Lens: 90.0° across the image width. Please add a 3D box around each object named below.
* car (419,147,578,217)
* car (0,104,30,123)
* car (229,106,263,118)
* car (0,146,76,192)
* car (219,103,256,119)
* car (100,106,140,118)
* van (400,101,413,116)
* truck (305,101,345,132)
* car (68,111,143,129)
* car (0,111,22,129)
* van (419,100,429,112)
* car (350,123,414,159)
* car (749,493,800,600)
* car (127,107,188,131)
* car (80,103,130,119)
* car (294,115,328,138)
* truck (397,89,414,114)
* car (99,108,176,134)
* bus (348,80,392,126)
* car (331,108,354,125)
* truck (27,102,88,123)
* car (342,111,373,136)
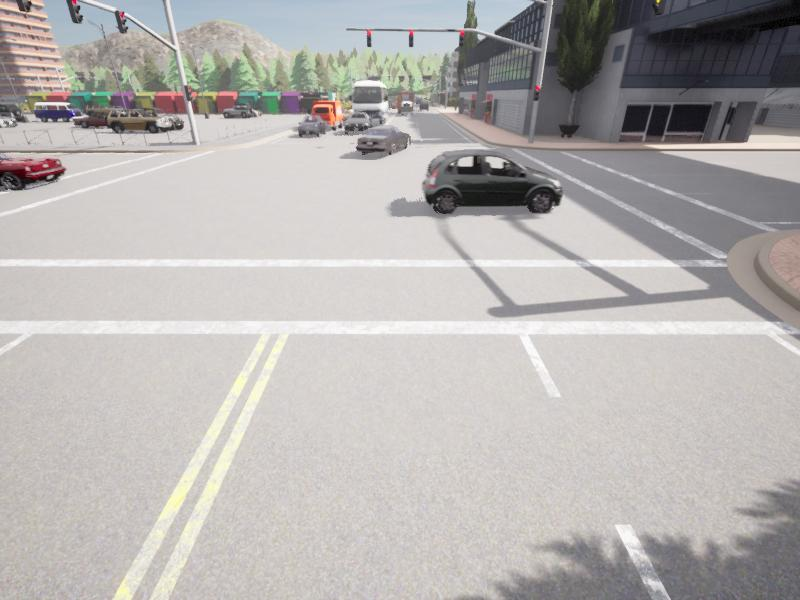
[{"bbox_3d":[2.640,-3.488,11.638,3.988,1.617,1.851,-1,27,-1],"label":"car"},{"bbox_3d":[-45.218,-21.224,45.513,3.866,1.878,1.905,0,27,0],"label":"car"},{"bbox_3d":[-21.344,-26.084,55.493,3.806,1.475,1.970,0,27,0],"label":"car"},{"bbox_3d":[-15.000,-4.737,14.409,4.718,1.301,1.895,-1,27,-2],"label":"car"},{"bbox_3d":[-21.360,-24.973,52.809,3.866,1.878,1.905,0,27,0],"label":"car"},{"bbox_3d":[-38.811,-26.118,55.490,3.905,1.438,1.784,0,27,0],"label":"car"},{"bbox_3d":[1.090,-30.926,64.552,2.069,2.038,4.480,1,27,1],"label":"van"},{"bbox_3d":[-6.972,-17.548,38.050,2.627,2.467,5.204,1,27,1],"label":"truck"},{"bbox_3d":[-27.795,-17.043,37.888,5.357,1.415,2.033,0,27,0],"label":"car"},{"bbox_3d":[-38.821,-17.041,37.899,3.806,1.475,1.970,0,27,0],"label":"car"},{"bbox_3d":[4.806,-38.683,79.698,1.775,1.987,4.442,1,27,1],"label":"van"},{"bbox_3d":[-0.877,-9.298,23.174,2.033,1.411,5.357,8,28,14],"label":"car"},{"bbox_3d":[3.500,2.270,0.697,1.994,1.385,4.181,0,27,0],"label":"car"},{"bbox_3d":[-21.359,-16.003,35.356,3.866,1.878,1.905,0,27,0],"label":"car"},{"bbox_3d":[-38.881,-24.981,52.817,4.605,1.855,1.932,0,27,0],"label":"car"},{"bbox_3d":[-7.088,-14.024,32.221,1.845,1.501,3.633,0,27,1],"label":"car"},{"bbox_3d":[1.127,-36.453,73.343,2.891,3.827,8.468,1,27,1],"label":"truck"},{"bbox_3d":[-21.419,-14.682,32.780,4.605,1.855,1.932,0,27,0],"label":"car"},{"bbox_3d":[-3.110,-22.472,45.701,3.944,4.253,10.273,1,26,1],"label":"bus"},{"bbox_3d":[-6.709,-21.673,47.048,1.801,1.575,5.366,1,27,1],"label":"car"},{"bbox_3d":[-38.838,-21.309,45.465,4.478,2.038,2.069,0,27,0],"label":"truck"},{"bbox_3d":[-3.563,-15.373,34.746,2.152,1.651,5.027,0,27,0],"label":"car"}]
